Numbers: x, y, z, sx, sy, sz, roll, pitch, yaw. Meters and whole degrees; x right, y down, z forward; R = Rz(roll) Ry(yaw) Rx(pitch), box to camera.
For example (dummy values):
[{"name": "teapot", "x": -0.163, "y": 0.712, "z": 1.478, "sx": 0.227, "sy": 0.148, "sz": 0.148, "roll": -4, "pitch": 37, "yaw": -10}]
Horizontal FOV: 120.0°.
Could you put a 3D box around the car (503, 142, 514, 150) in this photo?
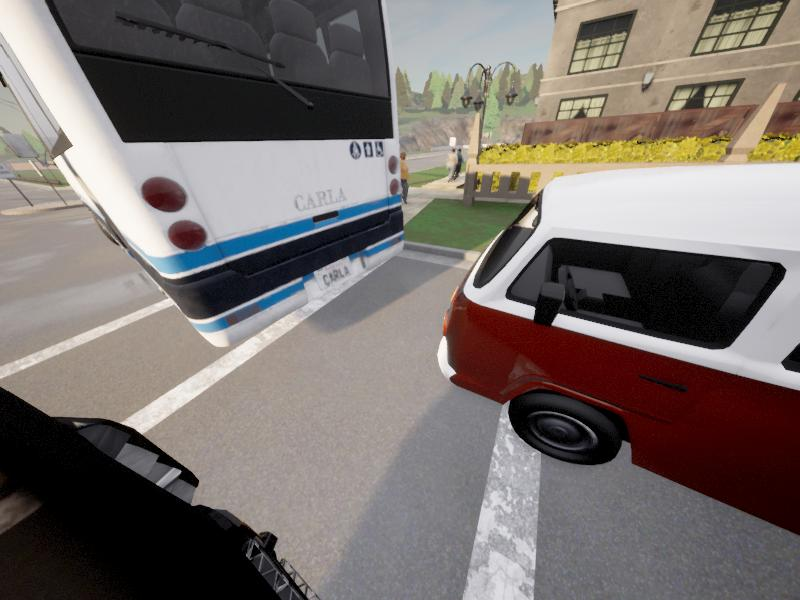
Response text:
[{"name": "car", "x": 31.857, "y": -45.127, "z": 67.727, "sx": 1.905, "sy": 1.878, "sz": 3.866, "roll": 18, "pitch": 39, "yaw": 28}]

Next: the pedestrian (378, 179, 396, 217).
[{"name": "pedestrian", "x": -0.444, "y": -3.507, "z": 7.937, "sx": 0.500, "sy": 1.100, "sz": 0.500, "roll": -7, "pitch": 34, "yaw": -6}]

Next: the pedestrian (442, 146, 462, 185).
[{"name": "pedestrian", "x": 3.043, "y": -7.867, "z": 13.545, "sx": 0.751, "sy": 1.860, "sz": 0.751, "roll": 17, "pitch": 38, "yaw": 27}]

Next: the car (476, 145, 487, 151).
[{"name": "car", "x": 24.426, "y": -45.425, "z": 69.091, "sx": 1.816, "sy": 1.474, "sz": 4.193, "roll": 18, "pitch": 39, "yaw": 28}]

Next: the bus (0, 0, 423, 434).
[{"name": "bus", "x": -4.950, "y": -2.981, "z": 4.960, "sx": 10.273, "sy": 4.253, "sz": 3.944, "roll": 21, "pitch": 40, "yaw": 31}]

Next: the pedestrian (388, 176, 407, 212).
[{"name": "pedestrian", "x": -0.072, "y": -3.876, "z": 8.465, "sx": 0.500, "sy": 1.100, "sz": 0.500, "roll": 13, "pitch": 37, "yaw": 23}]

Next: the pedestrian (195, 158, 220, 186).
[{"name": "pedestrian", "x": -15.445, "y": -10.270, "z": 18.572, "sx": 0.751, "sy": 1.860, "sz": 0.751, "roll": 23, "pitch": 41, "yaw": 33}]

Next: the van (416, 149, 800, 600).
[{"name": "van", "x": 2.576, "y": 0.312, "z": 1.429, "sx": 4.480, "sy": 2.038, "sz": 2.069, "roll": 16, "pitch": 38, "yaw": 26}]

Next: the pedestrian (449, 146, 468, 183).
[{"name": "pedestrian", "x": 3.545, "y": -8.267, "z": 14.109, "sx": 0.751, "sy": 1.860, "sz": 0.751, "roll": 18, "pitch": 39, "yaw": 28}]

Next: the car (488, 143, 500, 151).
[{"name": "car", "x": 27.633, "y": -44.893, "z": 67.691, "sx": 1.932, "sy": 1.855, "sz": 4.605, "roll": 18, "pitch": 39, "yaw": 28}]

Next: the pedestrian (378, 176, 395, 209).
[{"name": "pedestrian", "x": -0.511, "y": -4.112, "z": 8.853, "sx": 0.500, "sy": 1.100, "sz": 0.500, "roll": 2, "pitch": 34, "yaw": 7}]
